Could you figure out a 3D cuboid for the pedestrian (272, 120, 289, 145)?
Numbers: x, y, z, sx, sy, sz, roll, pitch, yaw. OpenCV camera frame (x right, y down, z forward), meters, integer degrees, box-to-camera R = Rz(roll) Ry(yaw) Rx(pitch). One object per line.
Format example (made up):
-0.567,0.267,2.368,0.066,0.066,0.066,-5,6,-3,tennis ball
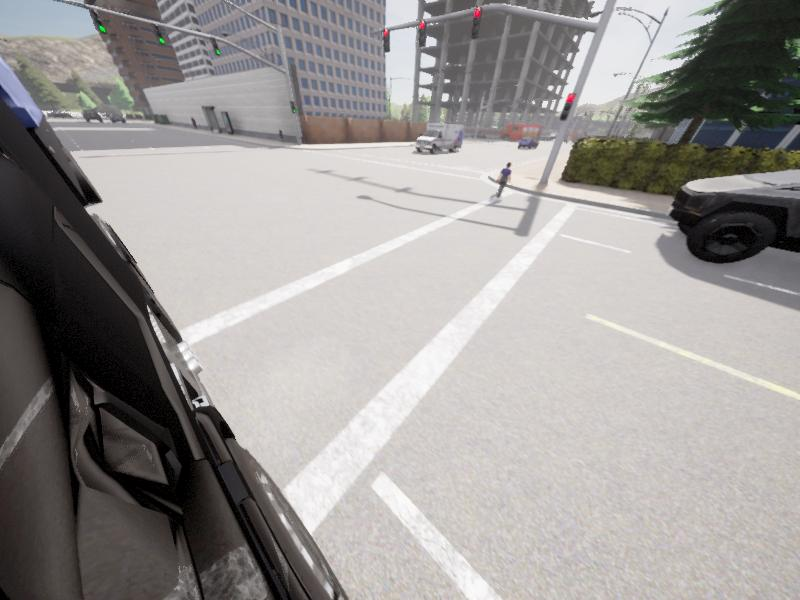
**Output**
-11.397,-15.963,22.012,0.751,1.860,0.751,27,43,28,pedestrian

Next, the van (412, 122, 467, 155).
4.223,-16.826,24.082,2.351,2.431,6.366,28,44,29,van

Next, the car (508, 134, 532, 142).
29.479,-39.890,56.962,4.718,1.301,1.895,28,44,29,car

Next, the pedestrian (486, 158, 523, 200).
4.023,-4.698,8.967,0.751,1.300,0.751,28,44,29,pedestrian

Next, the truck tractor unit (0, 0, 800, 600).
-2.645,-0.295,0.351,6.516,4.208,3.053,28,44,30,truck tractor unit

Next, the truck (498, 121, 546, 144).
28.041,-38.947,53.542,8.468,3.827,2.891,28,44,29,truck

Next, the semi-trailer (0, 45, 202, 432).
-8.696,-3.627,4.200,14.254,4.402,2.717,28,44,30,semi-trailer

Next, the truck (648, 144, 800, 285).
9.292,-1.275,4.161,6.274,2.098,2.390,28,44,30,truck

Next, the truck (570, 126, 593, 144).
51.465,-46.795,65.385,2.891,3.827,8.468,28,44,29,truck

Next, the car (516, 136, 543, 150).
19.595,-23.831,35.035,2.007,1.525,4.514,30,45,31,car

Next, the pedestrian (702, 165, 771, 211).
12.044,-4.048,8.352,0.751,1.300,0.751,28,44,30,pedestrian

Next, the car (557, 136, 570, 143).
46.650,-45.798,65.846,1.895,1.301,4.718,28,44,29,car

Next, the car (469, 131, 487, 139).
20.959,-44.540,62.331,3.988,1.617,1.851,29,44,30,car

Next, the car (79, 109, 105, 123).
-62.682,-37.407,46.972,5.566,2.045,2.150,28,44,30,car
